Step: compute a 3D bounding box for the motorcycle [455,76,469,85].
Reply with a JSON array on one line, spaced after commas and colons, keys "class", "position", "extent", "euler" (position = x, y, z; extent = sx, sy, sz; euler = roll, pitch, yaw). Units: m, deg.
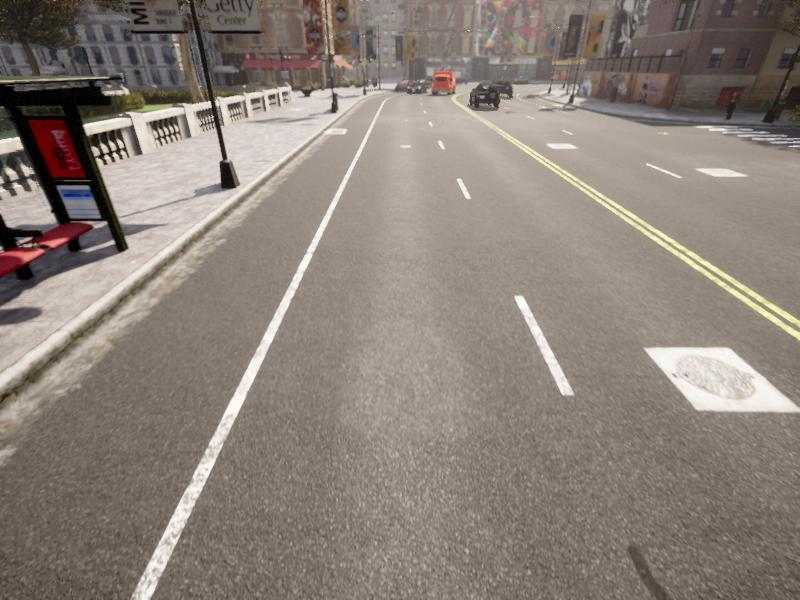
[{"class": "motorcycle", "position": [11.348, -40.054, 72.967], "extent": [2.356, 1.277, 0.764], "euler": [5, 31, 8]}]

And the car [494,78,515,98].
[{"class": "car", "position": [11.688, -23.845, 44.923], "extent": [1.932, 1.855, 4.605], "euler": [5, 31, 10]}]

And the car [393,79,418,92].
[{"class": "car", "position": [0.816, -29.510, 55.028], "extent": [2.002, 1.452, 4.674], "euler": [10, 32, 17]}]

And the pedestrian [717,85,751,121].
[{"class": "pedestrian", "position": [19.989, -11.782, 23.960], "extent": [0.751, 1.860, 0.751], "euler": [-12, 33, -20]}]

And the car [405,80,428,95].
[{"class": "car", "position": [2.133, -26.588, 50.095], "extent": [1.970, 1.475, 3.806], "euler": [8, 31, 14]}]

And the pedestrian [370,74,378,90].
[{"class": "pedestrian", "position": [-3.565, -29.903, 54.950], "extent": [0.751, 1.860, 0.751], "euler": [6, 31, 11]}]

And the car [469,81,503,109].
[{"class": "car", "position": [7.164, -17.396, 33.893], "extent": [1.932, 1.855, 4.605], "euler": [0, 30, 1]}]

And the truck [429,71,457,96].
[{"class": "truck", "position": [5.213, -26.011, 48.037], "extent": [2.627, 2.467, 5.204], "euler": [7, 31, 11]}]

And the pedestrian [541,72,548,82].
[{"class": "pedestrian", "position": [30.132, -46.523, 83.377], "extent": [0.751, 1.860, 0.751], "euler": [-2, 30, -3]}]

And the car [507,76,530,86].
[{"class": "car", "position": [22.104, -40.896, 74.567], "extent": [3.806, 1.475, 1.970], "euler": [-19, 35, -30]}]

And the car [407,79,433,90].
[{"class": "car", "position": [2.995, -32.120, 59.641], "extent": [1.895, 1.301, 4.718], "euler": [16, 34, 25]}]

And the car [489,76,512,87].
[{"class": "car", "position": [17.384, -37.814, 69.233], "extent": [2.007, 1.525, 4.514], "euler": [20, 36, 31]}]
